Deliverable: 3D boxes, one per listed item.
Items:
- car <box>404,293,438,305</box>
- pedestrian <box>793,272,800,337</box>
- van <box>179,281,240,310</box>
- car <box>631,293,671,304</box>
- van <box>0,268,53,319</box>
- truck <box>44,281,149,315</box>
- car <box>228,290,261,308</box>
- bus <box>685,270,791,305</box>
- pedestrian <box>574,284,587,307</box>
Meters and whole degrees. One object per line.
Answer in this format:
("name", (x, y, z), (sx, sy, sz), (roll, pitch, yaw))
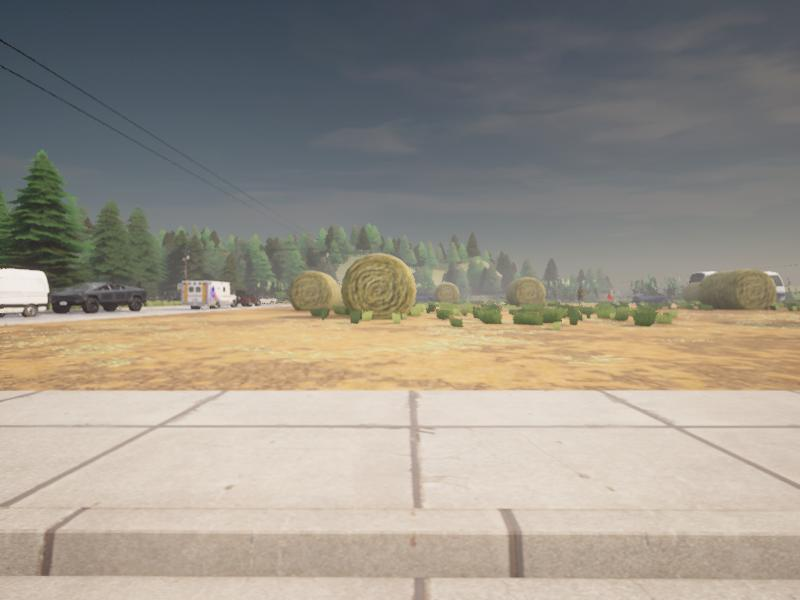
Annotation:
("car", (3.126, -0.209, 59.040), (4.856, 1.649, 2.033), (-1, 0, 4))
("pedestrian", (8.257, 0.092, 7.656), (0.751, 1.300, 0.751), (0, 0, 8))
("van", (-16.918, -0.375, 36.043), (2.351, 2.431, 6.366), (0, 0, 2))
("car", (33.312, -0.174, 53.176), (4.193, 1.474, 1.816), (0, 0, 4))
("van", (-20.899, -0.320, 19.880), (1.988, 2.561, 5.915), (0, 0, 2))
("truck", (-20.647, -0.149, 27.756), (2.390, 2.098, 6.274), (0, 0, 2))
("car", (-16.708, -0.152, 43.233), (1.905, 1.878, 3.866), (0, 0, 2))
("bus", (44.011, -1.585, 52.447), (10.273, 4.253, 3.944), (0, 0, 4))
("pedestrian", (15.234, -0.373, 33.777), (0.751, 1.860, 0.751), (0, 0, 44))
